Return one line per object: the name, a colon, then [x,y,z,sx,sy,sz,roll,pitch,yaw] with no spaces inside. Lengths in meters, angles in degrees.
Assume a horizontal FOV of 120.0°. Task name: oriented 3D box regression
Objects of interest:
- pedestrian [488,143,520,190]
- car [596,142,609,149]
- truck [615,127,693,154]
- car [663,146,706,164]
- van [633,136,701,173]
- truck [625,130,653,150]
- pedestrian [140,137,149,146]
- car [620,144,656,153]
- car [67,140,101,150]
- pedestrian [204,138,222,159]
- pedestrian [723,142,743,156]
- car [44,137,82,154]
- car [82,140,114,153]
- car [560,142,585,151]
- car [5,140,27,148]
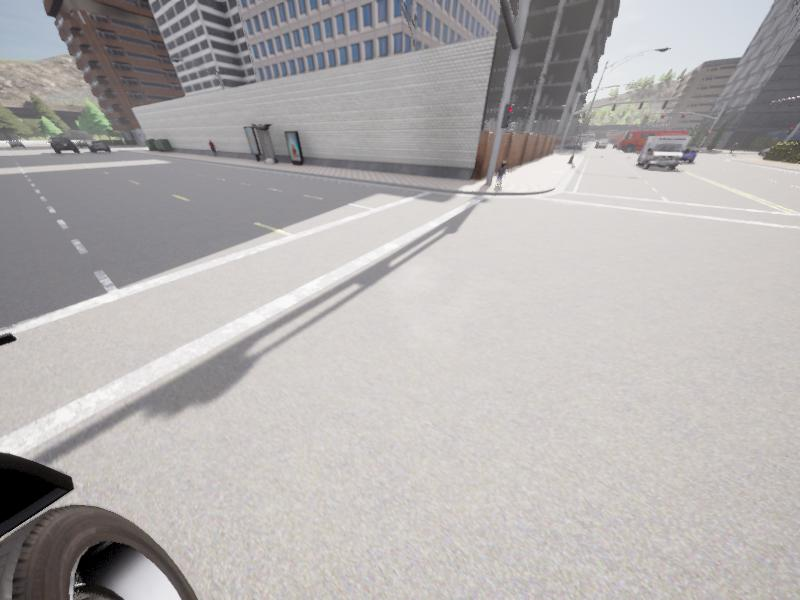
pedestrian: [4.897,-6.332,10.996,0.751,1.860,0.751,28,43,33]
car: [51.442,-39.259,58.746,2.033,1.411,5.357,22,41,28]
truck: [45.875,-29.167,42.297,8.468,3.827,2.891,21,40,27]
car: [32.667,-16.816,26.698,2.007,1.525,4.514,23,41,29]
van: [23.662,-13.300,20.873,2.351,2.431,6.366,22,41,28]
truck: [61.083,-41.121,59.346,2.891,3.827,8.468,22,41,28]
pedestrian: [-66.410,-41.165,60.004,0.751,1.860,0.751,-27,43,-33]
car: [47.066,-30.096,45.813,4.718,1.301,1.895,21,40,27]
car: [-64.860,-31.917,47.458,1.789,1.549,3.705,22,41,28]
pedestrian: [-20.851,-16.893,25.774,0.751,1.860,0.751,25,42,30]
pedestrian: [53.451,-24.262,37.057,0.751,1.860,0.751,4,35,6]
car: [-50.917,-23.363,34.905,5.566,2.045,2.150,22,41,28]
car: [-48.847,-24.819,37.332,4.856,1.649,2.033,22,41,28]
car: [37.880,-33.795,50.808,3.988,1.617,1.851,22,41,28]
car: [-82.530,-33.541,49.627,4.193,1.474,1.816,22,41,28]
